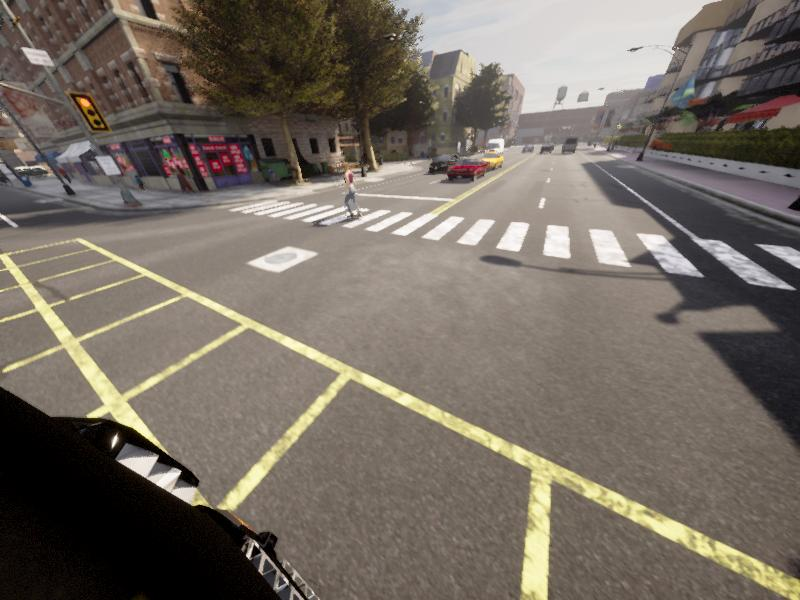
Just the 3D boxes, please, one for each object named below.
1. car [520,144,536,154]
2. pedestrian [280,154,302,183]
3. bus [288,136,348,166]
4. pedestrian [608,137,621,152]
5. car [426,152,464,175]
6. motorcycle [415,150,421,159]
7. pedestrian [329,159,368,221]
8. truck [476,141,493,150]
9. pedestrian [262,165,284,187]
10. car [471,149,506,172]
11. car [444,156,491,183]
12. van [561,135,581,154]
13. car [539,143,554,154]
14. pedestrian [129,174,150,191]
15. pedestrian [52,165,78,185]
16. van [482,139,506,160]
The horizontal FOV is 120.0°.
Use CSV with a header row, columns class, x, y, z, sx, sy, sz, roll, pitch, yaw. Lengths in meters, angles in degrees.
class,x,y,z,sx,sy,sz,roll,pitch,yaw
car,26.642,-31.474,47.990,2.128,1.511,4.902,16,38,26
pedestrian,-8.343,-10.069,17.771,0.751,1.860,0.751,12,36,21
bus,-15.288,-27.805,43.195,10.273,4.253,3.944,16,38,26
pedestrian,33.085,-24.039,35.651,0.751,1.860,0.751,19,39,29
car,4.290,-12.861,21.657,1.837,1.490,4.892,16,39,26
motorcycle,3.406,-27.565,43.850,0.764,1.277,2.356,-11,33,7
pedestrian,-1.767,-3.865,8.189,0.751,1.860,0.751,16,38,26
truck,32.073,-58.778,87.861,5.204,2.467,2.627,16,38,26
pedestrian,-9.078,-8.892,16.560,0.751,1.300,0.751,15,38,25
car,8.460,-13.188,21.758,1.801,1.575,5.366,16,38,26
car,5.021,-9.598,16.867,1.895,1.301,4.718,16,38,26
van,29.988,-27.472,40.763,1.988,2.561,5.915,16,37,26
car,27.560,-28.479,43.420,1.837,1.490,4.892,16,38,26
pedestrian,-19.905,-8.959,17.672,0.500,1.100,0.500,14,37,24
pedestrian,-38.214,-14.254,26.372,0.751,1.860,0.751,16,38,26
van,15.022,-24.134,36.884,1.988,2.561,5.915,16,38,26
